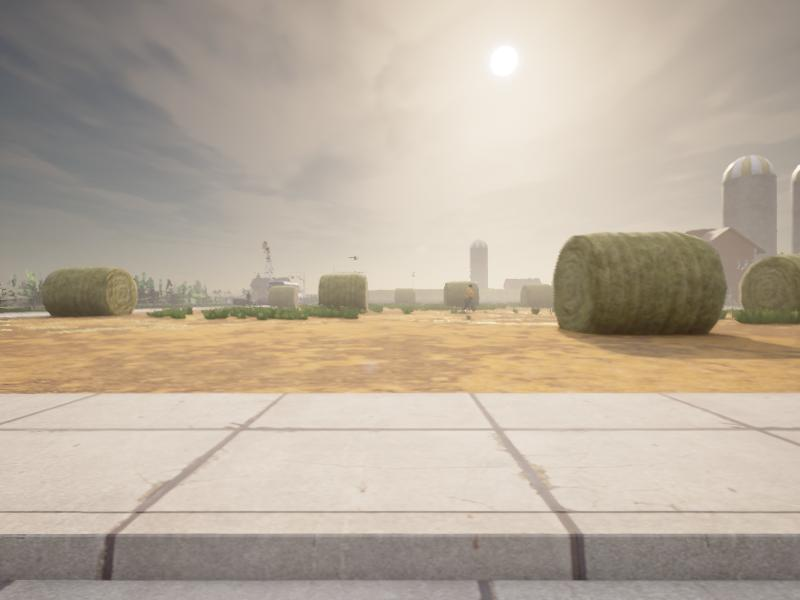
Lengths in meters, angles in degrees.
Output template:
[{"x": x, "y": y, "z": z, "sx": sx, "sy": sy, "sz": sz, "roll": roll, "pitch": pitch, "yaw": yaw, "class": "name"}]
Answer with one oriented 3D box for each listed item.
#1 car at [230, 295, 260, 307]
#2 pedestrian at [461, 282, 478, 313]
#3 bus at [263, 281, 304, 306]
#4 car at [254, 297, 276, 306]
[{"x": -21.628, "y": 0.154, "z": 56.162, "sx": 1.930, "sy": 1.638, "sz": 5.238, "roll": 0, "pitch": 0, "yaw": 3, "class": "car"}, {"x": 4.336, "y": -0.149, "z": 24.896, "sx": 0.751, "sy": 1.860, "sz": 0.751, "roll": 0, "pitch": 0, "yaw": 40, "class": "pedestrian"}, {"x": -20.921, "y": -1.156, "z": 72.711, "sx": 3.944, "sy": 4.253, "sz": 10.273, "roll": 0, "pitch": 0, "yaw": 3, "class": "bus"}, {"x": -21.276, "y": 0.236, "z": 63.192, "sx": 1.816, "sy": 1.474, "sz": 4.193, "roll": 0, "pitch": 0, "yaw": 3, "class": "car"}]
